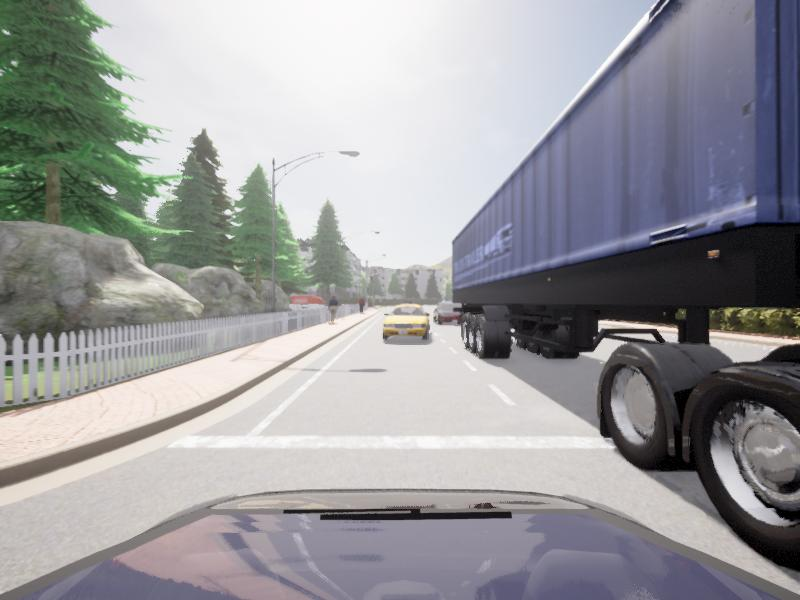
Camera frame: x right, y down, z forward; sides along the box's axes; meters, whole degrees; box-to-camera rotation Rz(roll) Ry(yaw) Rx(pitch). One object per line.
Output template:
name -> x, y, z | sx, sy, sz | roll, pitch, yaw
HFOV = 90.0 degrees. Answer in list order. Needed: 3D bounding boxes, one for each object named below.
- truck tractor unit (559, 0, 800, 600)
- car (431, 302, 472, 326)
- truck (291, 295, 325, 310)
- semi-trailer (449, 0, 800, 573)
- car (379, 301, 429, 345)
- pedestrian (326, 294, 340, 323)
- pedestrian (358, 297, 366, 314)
truck tractor unit -> 3.472, -0.511, 1.590 | 3.053, 4.208, 6.516 | 0, -1, 0
car -> 3.421, 0.911, 27.552 | 2.163, 1.488, 4.792 | 0, 0, 0
truck -> -15.874, 0.463, 69.049 | 5.204, 2.467, 2.627 | 0, 0, 1
semi-trailer -> 3.429, -0.586, 9.498 | 2.717, 4.402, 14.254 | 0, 0, 0
car -> 0.316, 0.843, 17.360 | 1.801, 1.575, 5.366 | 0, 0, 4
pedestrian -> -4.319, 0.536, 25.819 | 0.751, 1.860, 0.751 | 0, 0, 0
pedestrian -> -4.100, 0.563, 42.814 | 0.751, 1.860, 0.751 | 0, 0, 0
